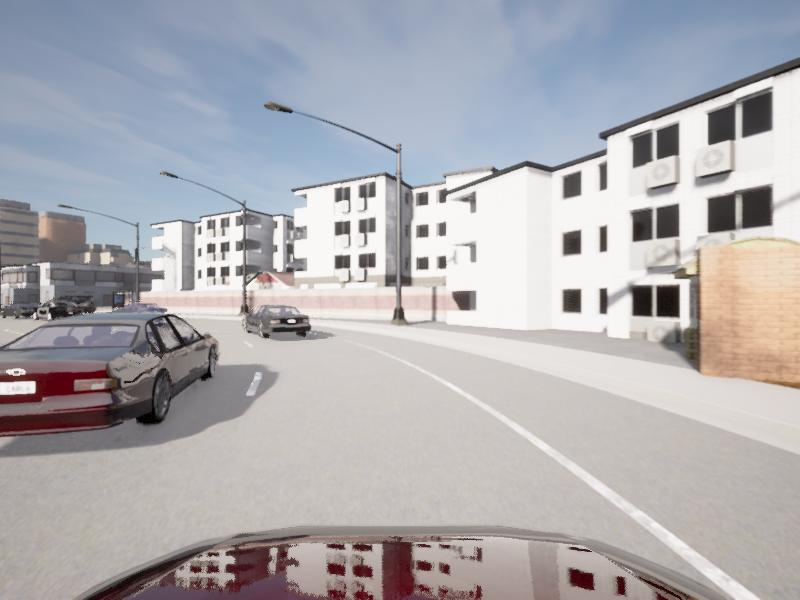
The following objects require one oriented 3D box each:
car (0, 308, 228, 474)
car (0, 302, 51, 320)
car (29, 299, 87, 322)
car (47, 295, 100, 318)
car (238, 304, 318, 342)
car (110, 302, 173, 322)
[{"bbox_3d":[-4.269,0.896,6.285,2.033,1.411,5.357,0,0,-14],"label":"car"},{"bbox_3d":[-32.958,0.906,35.021,5.357,1.411,2.033,0,0,31],"label":"car"},{"bbox_3d":[-26.515,0.780,30.972,5.238,1.638,1.930,0,0,32],"label":"car"},{"bbox_3d":[-31.043,0.578,37.950,5.566,2.045,2.150,0,0,31],"label":"car"},{"bbox_3d":[-5.651,0.896,17.984,2.033,1.411,5.357,0,0,-33],"label":"car"},{"bbox_3d":[-20.153,0.900,31.124,5.357,1.411,2.033,0,0,32],"label":"car"}]
